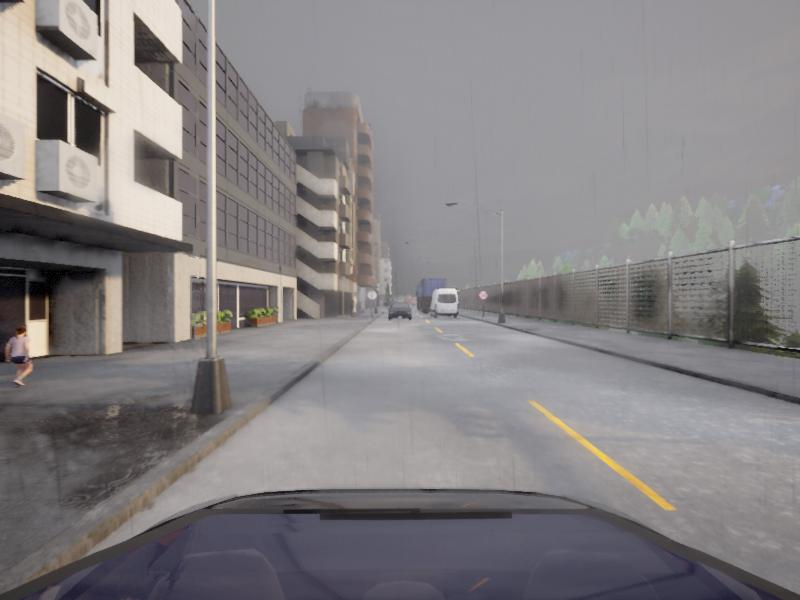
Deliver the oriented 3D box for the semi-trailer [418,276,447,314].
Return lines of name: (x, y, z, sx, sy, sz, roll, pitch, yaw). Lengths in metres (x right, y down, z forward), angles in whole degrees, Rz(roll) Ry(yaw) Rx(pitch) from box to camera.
semi-trailer: (4.008, -0.606, 53.269, 2.717, 4.402, 14.254, 0, 0, 0)

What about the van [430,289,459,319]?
van: (4.009, 0.330, 36.902, 1.988, 2.561, 5.915, 0, 0, 0)

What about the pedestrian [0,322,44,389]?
pedestrian: (-6.642, 0.939, 6.950, 0.500, 1.100, 0.500, 0, 0, -8)

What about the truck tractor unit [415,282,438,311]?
truck tractor unit: (4.006, -0.509, 61.183, 3.053, 4.208, 6.516, 0, 0, 0)

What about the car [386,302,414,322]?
car: (0.003, 0.902, 32.506, 2.033, 1.411, 5.357, 0, 0, 0)
